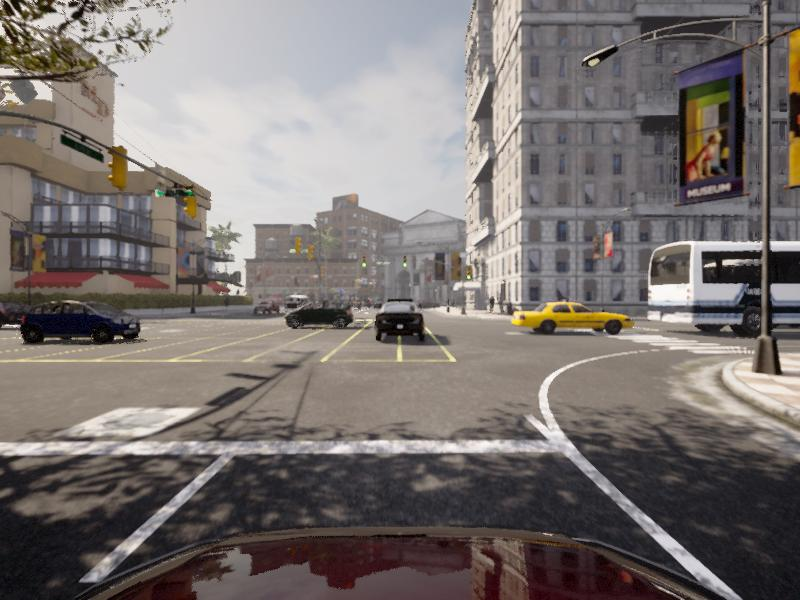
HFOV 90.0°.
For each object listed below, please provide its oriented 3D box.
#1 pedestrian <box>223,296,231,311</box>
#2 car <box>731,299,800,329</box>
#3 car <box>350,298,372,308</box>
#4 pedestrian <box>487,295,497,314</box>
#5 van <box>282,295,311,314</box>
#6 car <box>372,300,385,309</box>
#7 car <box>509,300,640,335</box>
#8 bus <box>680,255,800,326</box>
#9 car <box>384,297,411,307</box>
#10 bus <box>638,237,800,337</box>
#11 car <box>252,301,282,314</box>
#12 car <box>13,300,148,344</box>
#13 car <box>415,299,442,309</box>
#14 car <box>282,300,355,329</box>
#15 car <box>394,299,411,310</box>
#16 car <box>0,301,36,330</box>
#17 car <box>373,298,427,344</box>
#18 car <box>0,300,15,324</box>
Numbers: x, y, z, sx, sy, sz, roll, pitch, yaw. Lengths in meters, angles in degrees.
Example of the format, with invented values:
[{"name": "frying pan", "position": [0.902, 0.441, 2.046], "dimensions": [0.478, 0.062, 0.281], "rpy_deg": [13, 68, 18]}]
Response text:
[{"name": "pedestrian", "position": [-22.234, 0.413, 51.403], "dimensions": [0.751, 1.860, 0.751], "rpy_deg": [0, 0, 0]}, {"name": "car", "position": [21.272, 0.757, 22.356], "dimensions": [3.988, 1.617, 1.851], "rpy_deg": [0, 0, 0]}, {"name": "car", "position": [-7.688, 0.544, 78.054], "dimensions": [1.932, 1.855, 4.605], "rpy_deg": [0, 0, -42]}, {"name": "pedestrian", "position": [9.027, 0.430, 39.291], "dimensions": [0.751, 1.860, 0.751], "rpy_deg": [0, 0, -6]}, {"name": "van", "position": [-11.488, 0.509, 44.703], "dimensions": [2.069, 2.038, 4.480], "rpy_deg": [0, 0, 0]}, {"name": "car", "position": [-3.649, 0.728, 68.797], "dimensions": [2.038, 1.542, 4.974], "rpy_deg": [0, 0, -2]}, {"name": "car", "position": [8.070, 0.775, 18.906], "dimensions": [5.366, 1.575, 1.801], "rpy_deg": [0, 0, 3]}, {"name": "bus", "position": [24.557, -0.570, 25.743], "dimensions": [10.273, 4.253, 3.944], "rpy_deg": [0, 0, 0]}, {"name": "car", "position": [-0.472, 0.455, 83.859], "dimensions": [5.566, 2.045, 2.150], "rpy_deg": [0, 0, 0]}, {"name": "bus", "position": [17.576, -0.561, 18.954], "dimensions": [10.273, 4.253, 3.944], "rpy_deg": [0, 0, 0]}, {"name": "car", "position": [-14.993, 0.806, 45.318], "dimensions": [1.812, 1.442, 4.674], "rpy_deg": [0, 0, 0]}, {"name": "car", "position": [-11.965, 0.794, 15.173], "dimensions": [3.705, 1.549, 1.789], "rpy_deg": [0, 0, 0]}, {"name": "car", "position": [5.368, 0.719, 74.531], "dimensions": [4.611, 1.667, 2.242], "rpy_deg": [0, 0, -35]}, {"name": "car", "position": [-4.440, 0.781, 22.215], "dimensions": [3.705, 1.549, 1.789], "rpy_deg": [0, 0, 0]}, {"name": "car", "position": [0.458, 0.687, 66.082], "dimensions": [2.152, 1.651, 5.027], "rpy_deg": [0, 0, 8]}, {"name": "car", "position": [-22.401, 0.795, 21.762], "dimensions": [3.633, 1.501, 1.845], "rpy_deg": [0, 0, 4]}, {"name": "car", "position": [0.002, 0.747, 16.969], "dimensions": [1.930, 1.638, 5.238], "rpy_deg": [0, 0, 0]}, {"name": "car", "position": [-27.346, 0.778, 25.592], "dimensions": [3.705, 1.549, 1.789], "rpy_deg": [0, 0, 0]}]
